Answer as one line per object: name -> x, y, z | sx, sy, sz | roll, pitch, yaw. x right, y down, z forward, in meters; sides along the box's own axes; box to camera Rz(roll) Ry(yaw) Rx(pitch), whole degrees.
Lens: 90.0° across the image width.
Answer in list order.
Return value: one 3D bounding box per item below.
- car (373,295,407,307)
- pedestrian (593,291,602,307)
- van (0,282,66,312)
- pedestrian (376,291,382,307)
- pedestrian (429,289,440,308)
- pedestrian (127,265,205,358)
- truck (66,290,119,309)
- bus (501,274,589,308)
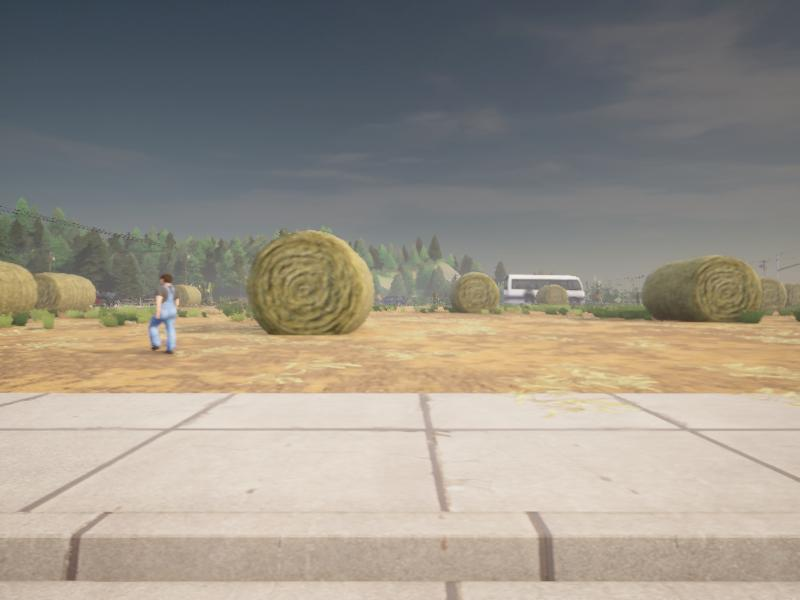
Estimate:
car -> -1.421, 0.152, 58.220 | 4.856, 1.649, 2.033 | -1, 0, 4
pedestrian -> 23.299, -0.123, 47.209 | 0.751, 1.860, 0.751 | 0, 0, -4
van -> -33.863, -0.219, 35.861 | 2.351, 2.431, 6.366 | 0, 0, 1
pedestrian -> -2.590, -0.135, 49.078 | 0.751, 1.860, 0.751 | 0, 0, -1
pedestrian -> 3.355, -0.129, 39.003 | 0.751, 1.860, 0.751 | 0, 0, -43
pedestrian -> -3.563, 0.162, 6.125 | 0.751, 1.300, 0.751 | 0, 0, 27
truck -> -37.033, -0.059, 48.428 | 2.390, 2.098, 6.274 | 0, 0, -9
bus -> 19.144, -1.153, 53.458 | 10.273, 4.253, 3.944 | 1, 0, 4
